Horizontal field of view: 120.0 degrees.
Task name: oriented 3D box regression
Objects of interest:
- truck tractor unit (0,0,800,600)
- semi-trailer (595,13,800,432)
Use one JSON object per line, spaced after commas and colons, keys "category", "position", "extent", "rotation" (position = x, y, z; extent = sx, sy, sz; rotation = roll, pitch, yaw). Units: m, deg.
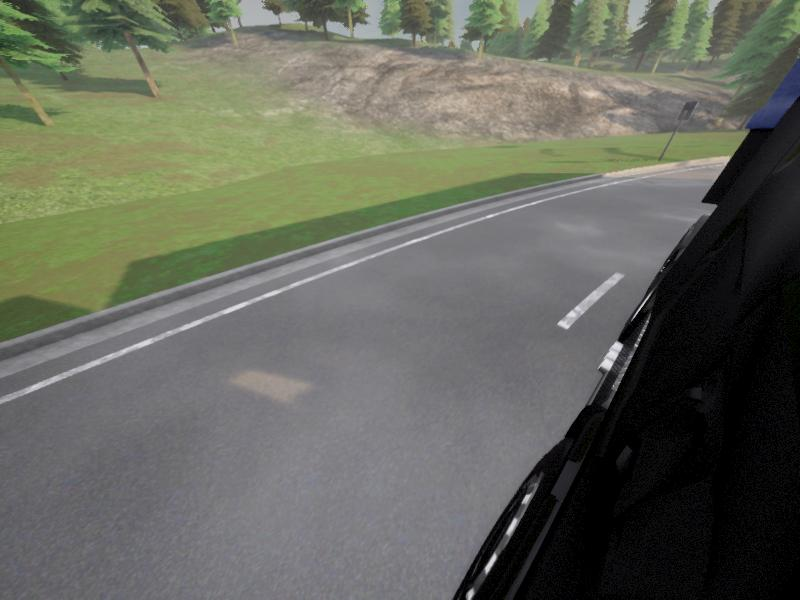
{"category": "truck tractor unit", "position": [2.645, -0.295, 0.351], "extent": [6.516, 4.208, 3.053], "rotation": [-28, 44, -30]}
{"category": "semi-trailer", "position": [8.895, -3.456, 4.036], "extent": [14.254, 4.402, 2.717], "rotation": [-26, 42, -28]}
